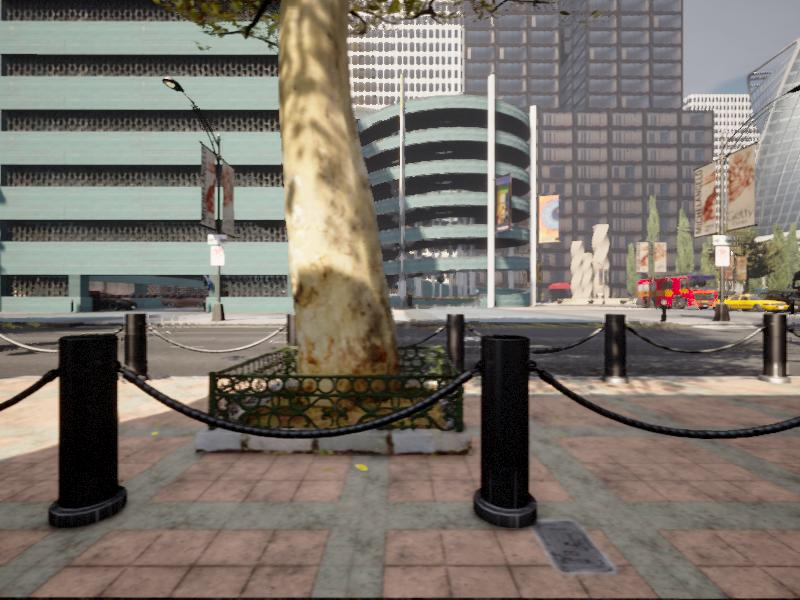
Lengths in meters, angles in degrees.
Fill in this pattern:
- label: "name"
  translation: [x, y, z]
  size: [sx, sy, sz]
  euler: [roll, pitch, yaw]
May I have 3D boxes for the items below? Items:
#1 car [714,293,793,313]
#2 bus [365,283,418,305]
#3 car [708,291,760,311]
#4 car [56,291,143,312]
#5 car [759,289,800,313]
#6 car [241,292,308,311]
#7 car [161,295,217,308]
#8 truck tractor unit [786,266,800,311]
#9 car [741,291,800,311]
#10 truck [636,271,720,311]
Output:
- label: "car"
  translation: [29.150, 0.230, 33.270]
  size: [1.801, 1.575, 5.366]
  euler: [0, 0, 0]
- label: "bus"
  translation: [-1.666, -1.139, 80.745]
  size: [10.273, 4.253, 3.944]
  euler: [0, 0, 5]
- label: "car"
  translation: [32.622, 0.078, 39.240]
  size: [1.905, 1.878, 3.866]
  euler: [0, 0, 0]
- label: "car"
  translation: [-22.062, 0.132, 29.528]
  size: [4.786, 1.482, 2.161]
  euler: [0, 0, 0]
- label: "car"
  translation: [32.639, 0.078, 33.356]
  size: [1.905, 1.878, 3.866]
  euler: [0, 0, -1]
- label: "car"
  translation: [-10.473, 0.104, 33.653]
  size: [4.902, 1.511, 2.128]
  euler: [0, 0, 0]
- label: "car"
  translation: [-21.654, 0.182, 41.129]
  size: [4.718, 1.301, 1.895]
  euler: [0, 0, 0]
- label: "truck tractor unit"
  translation: [39.665, -1.079, 36.217]
  size: [3.053, 4.208, 6.516]
  euler: [0, 0, 0]
- label: "car"
  translation: [36.161, 0.088, 39.023]
  size: [1.932, 1.855, 4.605]
  euler: [0, 0, 0]
- label: "truck"
  translation: [29.136, -0.896, 42.528]
  size: [2.891, 3.827, 8.468]
  euler: [0, 0, -1]
